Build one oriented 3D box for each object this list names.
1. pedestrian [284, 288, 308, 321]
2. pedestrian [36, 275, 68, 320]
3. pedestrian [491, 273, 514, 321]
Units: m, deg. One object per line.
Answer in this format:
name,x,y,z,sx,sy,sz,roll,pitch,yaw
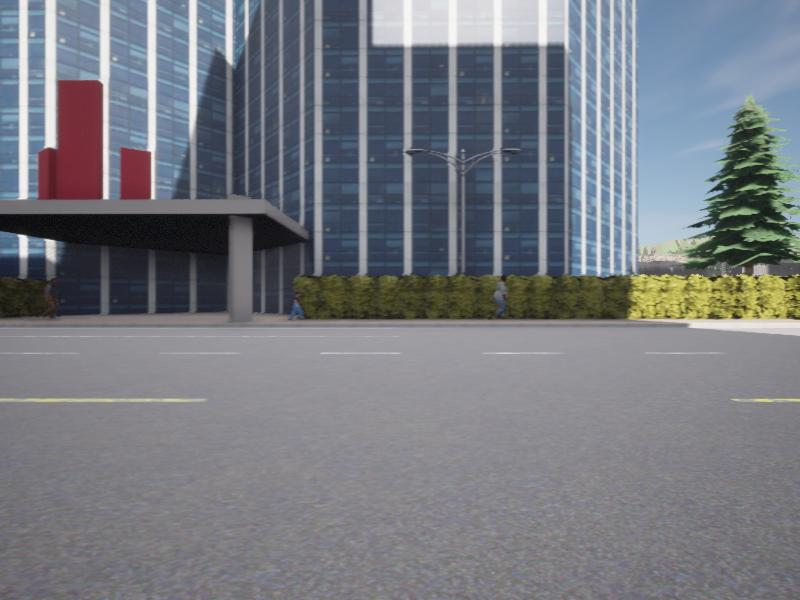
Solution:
pedestrian,-4.217,0.167,16.264,0.751,1.300,0.751,0,0,2
pedestrian,-14.829,-0.109,17.064,0.751,1.860,0.751,0,0,-9
pedestrian,4.021,-0.116,15.787,0.751,1.860,0.751,0,0,4
